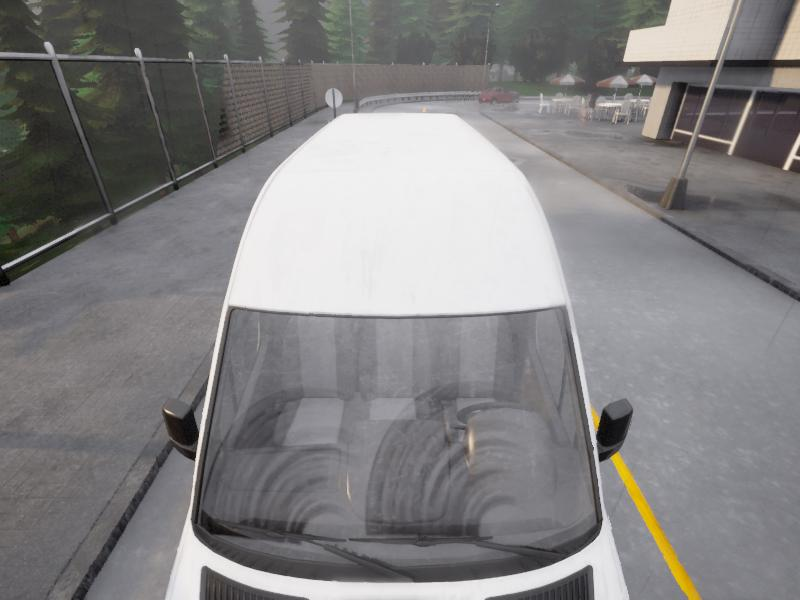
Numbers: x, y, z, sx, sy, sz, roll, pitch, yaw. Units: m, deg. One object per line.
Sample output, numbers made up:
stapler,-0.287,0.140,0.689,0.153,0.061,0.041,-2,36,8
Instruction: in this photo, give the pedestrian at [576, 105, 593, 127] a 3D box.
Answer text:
pedestrian,10.161,-10.127,22.021,0.500,1.100,0.500,1,30,2

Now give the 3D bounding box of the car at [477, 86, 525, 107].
car,9.033,-18.321,35.885,3.633,1.501,1.845,-14,32,-23

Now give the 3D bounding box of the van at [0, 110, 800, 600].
van,-0.018,0.046,3.432,1.988,2.561,5.915,0,30,0
